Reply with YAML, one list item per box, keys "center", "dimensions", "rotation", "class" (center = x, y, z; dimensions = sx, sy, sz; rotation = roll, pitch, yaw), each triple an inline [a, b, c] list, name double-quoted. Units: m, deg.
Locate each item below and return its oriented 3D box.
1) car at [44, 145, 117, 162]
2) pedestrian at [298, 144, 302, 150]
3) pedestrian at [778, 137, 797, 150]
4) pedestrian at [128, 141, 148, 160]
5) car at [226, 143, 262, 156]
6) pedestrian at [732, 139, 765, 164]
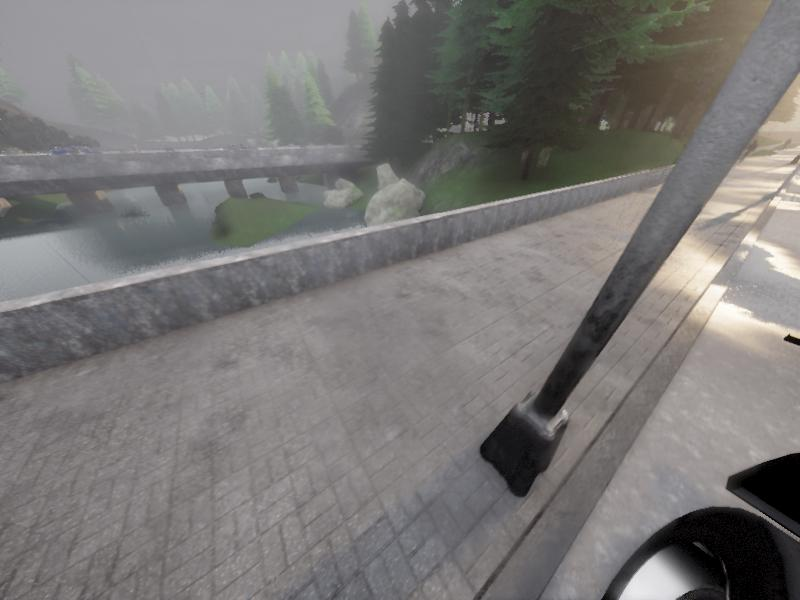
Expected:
- center: [-40.071, -18.602, 29.231]
  dimensions: [5.008, 1.535, 1.882]
  rotation: [-21, 40, -27]
  class: "car"
- center: [-21.112, -32.416, 48.839]
  dimensions: [0.500, 1.100, 0.500]
  rotation: [-23, 41, -29]
  class: "pedestrian"
- center: [66.600, -26.895, 39.731]
  dimensions: [0.751, 1.860, 0.751]
  rotation: [-15, 38, -19]
  class: "pedestrian"
- center: [-32.167, -18.373, 28.349]
  dimensions: [0.751, 1.860, 0.751]
  rotation: [-17, 39, -23]
  class: "pedestrian"
- center: [-25.202, -24.441, 37.414]
  dimensions: [4.514, 1.525, 2.007]
  rotation: [-22, 40, -27]
  class: "car"
- center: [31.229, -13.312, 20.724]
  dimensions: [0.751, 1.860, 0.751]
  rotation: [-21, 40, -27]
  class: "pedestrian"
